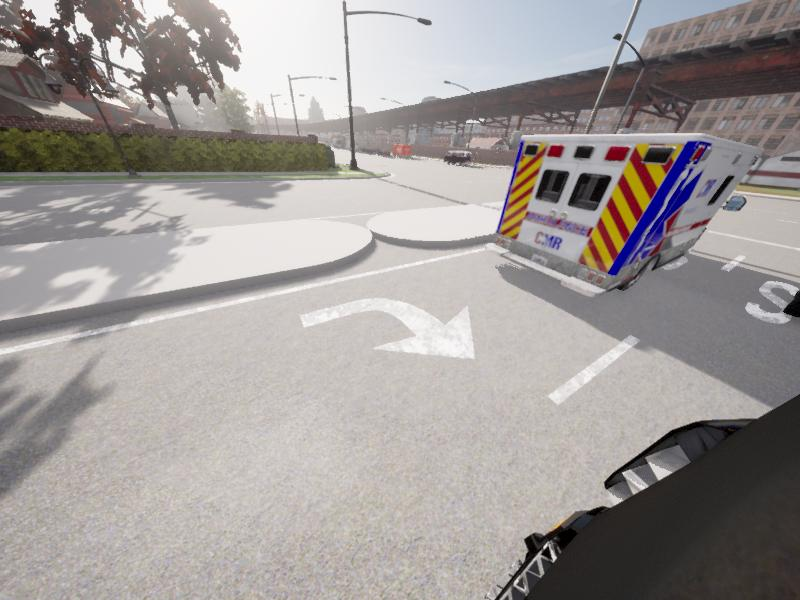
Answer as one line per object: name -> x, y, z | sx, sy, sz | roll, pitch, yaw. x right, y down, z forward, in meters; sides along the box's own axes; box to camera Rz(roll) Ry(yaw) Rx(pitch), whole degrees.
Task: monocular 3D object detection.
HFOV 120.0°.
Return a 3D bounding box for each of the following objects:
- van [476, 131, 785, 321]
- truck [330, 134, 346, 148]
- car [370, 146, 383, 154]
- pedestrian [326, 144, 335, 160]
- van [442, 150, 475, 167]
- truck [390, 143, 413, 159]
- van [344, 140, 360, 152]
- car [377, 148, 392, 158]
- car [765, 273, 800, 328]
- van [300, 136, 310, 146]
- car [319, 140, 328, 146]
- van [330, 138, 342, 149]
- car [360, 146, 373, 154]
van -> 5.155, -2.045, 5.227 | 6.366, 2.431, 2.351 | -16, 38, -26
truck -> -21.935, -56.417, 81.815 | 2.891, 3.827, 8.468 | -16, 39, -26
car -> -6.149, -38.993, 60.129 | 1.845, 1.501, 3.633 | -16, 39, -26
pedestrian -> -10.046, -21.435, 33.426 | 0.751, 1.860, 0.751 | -18, 39, -28
van -> 9.212, -22.690, 36.978 | 2.069, 2.038, 4.480 | -23, 41, -34
truck -> 0.158, -32.856, 51.009 | 2.627, 2.467, 5.204 | -16, 40, -26
van -> -13.450, -42.961, 64.406 | 2.351, 2.431, 6.366 | -16, 39, -26
car -> -3.512, -32.269, 50.601 | 1.789, 1.549, 3.705 | -16, 39, -26
car -> 8.378, -0.314, 3.681 | 3.633, 1.501, 1.845 | -15, 38, -25
van -> -33.165, -55.508, 80.541 | 1.988, 2.561, 5.915 | -16, 39, -26
car -> -28.494, -58.221, 85.815 | 1.801, 1.575, 5.366 | -16, 39, -26
van -> -20.619, -50.487, 74.472 | 1.988, 2.561, 5.915 | -16, 39, -26
car -> -8.372, -37.290, 57.466 | 1.789, 1.549, 3.705 | -16, 39, -26
